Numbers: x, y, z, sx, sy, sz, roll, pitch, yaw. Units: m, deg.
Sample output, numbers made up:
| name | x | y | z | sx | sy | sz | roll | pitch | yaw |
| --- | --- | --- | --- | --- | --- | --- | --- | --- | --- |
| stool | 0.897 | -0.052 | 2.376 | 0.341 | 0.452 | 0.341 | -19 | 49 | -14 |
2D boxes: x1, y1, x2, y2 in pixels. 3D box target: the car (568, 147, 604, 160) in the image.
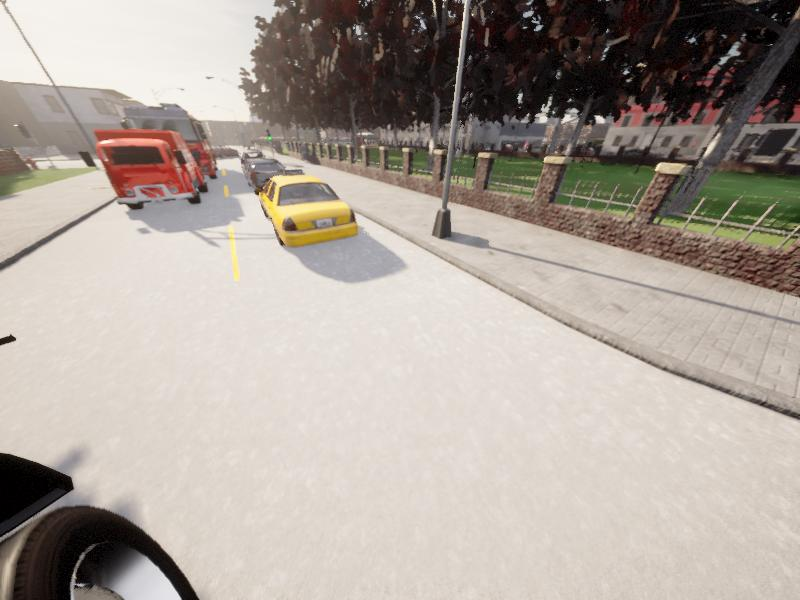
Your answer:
| name | x | y | z | sx | sy | sz | roll | pitch | yaw |
| --- | --- | --- | --- | --- | --- | --- | --- | --- | --- |
| car | 28.544 | -22.660 | 35.588 | 1.789 | 1.549 | 3.705 | -20 | 40 | -26 |

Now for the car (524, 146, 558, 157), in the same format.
| name | x | y | z | sx | sy | sz | roll | pitch | yaw |
| --- | --- | --- | --- | --- | --- | --- | --- | --- | --- |
| car | 24.674 | -26.141 | 40.549 | 2.007 | 1.525 | 4.514 | -20 | 40 | -26 |

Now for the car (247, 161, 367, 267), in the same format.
| name | x | y | z | sx | sy | sz | roll | pitch | yaw |
| --- | --- | --- | --- | --- | --- | --- | --- | --- | --- |
| car | -2.985 | -2.938 | 6.762 | 1.801 | 1.575 | 5.366 | -19 | 39 | -26 |

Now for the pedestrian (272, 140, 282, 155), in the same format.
| name | x | y | z | sx | sy | sz | roll | pitch | yaw |
| --- | --- | --- | --- | --- | --- | --- | --- | --- | --- |
| pedestrian | -18.395 | -22.838 | 34.621 | 0.751 | 1.860 | 0.751 | -20 | 40 | -26 |

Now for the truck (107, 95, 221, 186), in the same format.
| name | x | y | z | sx | sy | sz | roll | pitch | yaw |
| --- | --- | --- | --- | --- | --- | --- | --- | --- | --- |
| truck | -14.575 | -10.437 | 15.385 | 2.891 | 3.827 | 8.468 | -19 | 39 | -26 |

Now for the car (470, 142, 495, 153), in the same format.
| name | x | y | z | sx | sy | sz | roll | pitch | yaw |
| --- | --- | --- | --- | --- | --- | --- | --- | --- | --- |
| car | 17.569 | -32.697 | 49.542 | 1.932 | 1.855 | 4.605 | -20 | 40 | -26 |

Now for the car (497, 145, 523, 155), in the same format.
| name | x | y | z | sx | sy | sz | roll | pitch | yaw |
| --- | --- | --- | --- | --- | --- | --- | --- | --- | --- |
| car | 21.322 | -29.143 | 44.850 | 1.970 | 1.475 | 3.806 | -19 | 40 | -26 |

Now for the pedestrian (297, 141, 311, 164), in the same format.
| name | x | y | z | sx | sy | sz | roll | pitch | yaw |
| --- | --- | --- | --- | --- | --- | --- | --- | --- | --- |
| pedestrian | -9.788 | -15.063 | 23.593 | 0.751 | 1.860 | 0.751 | -19 | 40 | -26 |

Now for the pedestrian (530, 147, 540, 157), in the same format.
| name | x | y | z | sx | sy | sz | roll | pitch | yaw |
| --- | --- | --- | --- | --- | --- | --- | --- | --- | --- |
| pedestrian | 21.639 | -23.787 | 37.095 | 0.751 | 1.300 | 0.751 | -20 | 40 | -26 |

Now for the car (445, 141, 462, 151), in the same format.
| name | x | y | z | sx | sy | sz | roll | pitch | yaw |
| --- | --- | --- | --- | --- | --- | --- | --- | --- | --- |
| car | 13.924 | -40.231 | 60.290 | 1.905 | 1.878 | 3.866 | -20 | 40 | -27 |

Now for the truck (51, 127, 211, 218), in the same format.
| name | x | y | z | sx | sy | sz | roll | pitch | yaw |
| --- | --- | --- | --- | --- | --- | --- | --- | --- | --- |
| truck | -9.971 | -5.446 | 9.477 | 2.627 | 2.467 | 5.204 | -20 | 40 | -26 |

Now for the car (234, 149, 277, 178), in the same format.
| name | x | y | z | sx | sy | sz | roll | pitch | yaw |
| --- | --- | --- | --- | --- | --- | --- | --- | --- | --- |
| car | -10.501 | -9.948 | 16.754 | 1.845 | 1.501 | 3.633 | -21 | 40 | -28 |

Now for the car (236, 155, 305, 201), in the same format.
| name | x | y | z | sx | sy | sz | roll | pitch | yaw |
| --- | --- | --- | --- | --- | --- | --- | --- | --- | --- |
| car | -6.837 | -6.473 | 11.939 | 2.033 | 1.411 | 5.357 | -20 | 40 | -27 |

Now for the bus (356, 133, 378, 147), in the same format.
| name | x | y | z | sx | sy | sz | roll | pitch | yaw |
| --- | --- | --- | --- | --- | --- | --- | --- | --- | --- |
| bus | -12.556 | -60.735 | 87.626 | 3.944 | 4.253 | 10.273 | -20 | 40 | -27 |

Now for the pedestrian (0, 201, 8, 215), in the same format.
| name | x | y | z | sx | sy | sz | roll | pitch | yaw |
| --- | --- | --- | --- | --- | --- | --- | --- | --- | --- |
| pedestrian | -13.549 | -3.563 | 7.025 | 0.751 | 1.860 | 0.751 | -29 | 44 | -35 |

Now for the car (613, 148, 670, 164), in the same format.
| name | x | y | z | sx | sy | sz | roll | pitch | yaw |
| --- | --- | --- | --- | --- | --- | --- | --- | --- | --- |
| car | 32.166 | -19.365 | 30.967 | 1.837 | 1.490 | 4.892 | -20 | 40 | -27 |

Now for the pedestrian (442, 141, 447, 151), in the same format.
| name | x | y | z | sx | sy | sz | roll | pitch | yaw |
| --- | --- | --- | --- | --- | --- | --- | --- | --- | --- |
| pedestrian | 9.997 | -34.534 | 51.852 | 0.751 | 1.860 | 0.751 | -20 | 40 | -26 |

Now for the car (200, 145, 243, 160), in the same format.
| name | x | y | z | sx | sy | sz | roll | pitch | yaw |
| --- | --- | --- | --- | --- | --- | --- | --- | --- | --- |
| car | -23.078 | -19.320 | 30.152 | 1.994 | 1.385 | 4.181 | 5 | 35 | 6 |
